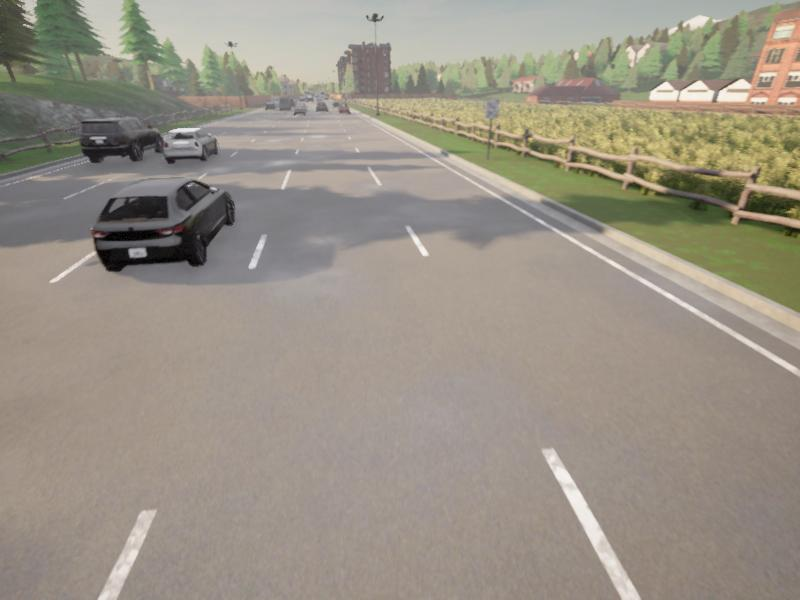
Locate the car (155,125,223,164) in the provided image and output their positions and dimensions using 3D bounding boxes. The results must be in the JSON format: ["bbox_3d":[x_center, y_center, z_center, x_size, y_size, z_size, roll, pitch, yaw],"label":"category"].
[{"bbox_3d":[-10.924,-8.223,21.012,1.970,1.475,3.806,-5,28,-9],"label":"car"}]

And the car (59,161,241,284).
[{"bbox_3d":[-4.994,-1.958,8.823,1.816,1.474,4.193,-5,28,-8],"label":"car"}]

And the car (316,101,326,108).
[{"bbox_3d":[-18.643,-46.208,94.473,2.128,1.511,4.902,-5,28,-9],"label":"car"}]

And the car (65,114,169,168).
[{"bbox_3d":[-14.515,-8.538,21.065,2.150,2.045,5.566,-5,28,-9],"label":"car"}]

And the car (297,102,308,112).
[{"bbox_3d":[-18.033,-35.745,74.139,1.845,1.501,3.633,-5,28,-9],"label":"car"}]

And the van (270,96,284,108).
[{"bbox_3d":[-30.080,-48.492,97.997,2.351,2.431,6.366,-5,28,-9],"label":"van"}]

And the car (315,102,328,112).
[{"bbox_3d":[-14.917,-36.864,76.280,2.242,1.667,4.611,-5,28,-9],"label":"car"}]

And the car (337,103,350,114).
[{"bbox_3d":[-9.351,-31.848,66.469,1.845,1.501,3.633,-5,28,-9],"label":"car"}]

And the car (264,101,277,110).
[{"bbox_3d":[-27.360,-41.294,84.928,1.930,1.638,5.238,-5,28,-9],"label":"car"}]

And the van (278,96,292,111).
[{"bbox_3d":[-22.645,-38.823,79.055,1.988,2.561,5.915,-5,28,-9],"label":"van"}]

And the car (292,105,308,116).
[{"bbox_3d":[-15.777,-29.996,63.181,2.033,1.411,5.357,-5,28,-9],"label":"car"}]
